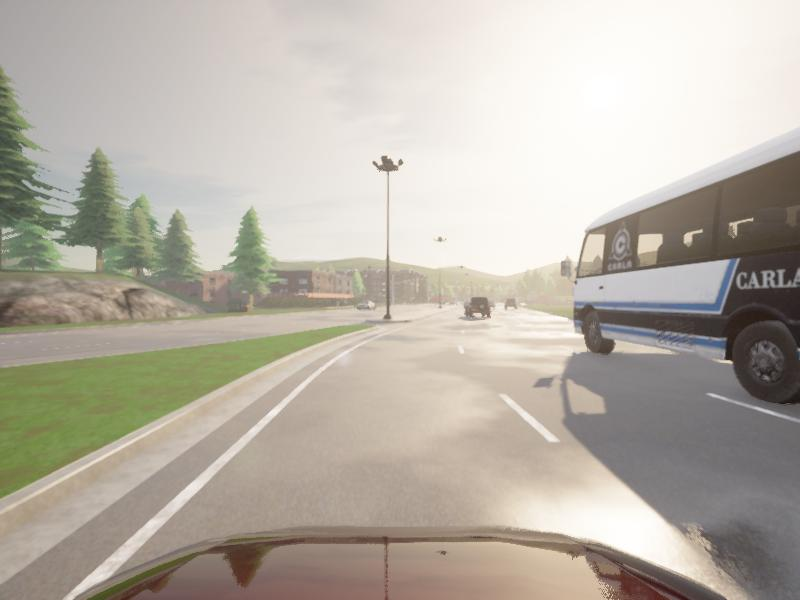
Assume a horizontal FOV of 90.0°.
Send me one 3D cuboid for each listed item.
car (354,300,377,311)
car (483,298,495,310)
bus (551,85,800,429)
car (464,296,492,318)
[{"bbox_3d":[-5.233,0.804,61.598,2.038,1.542,4.974,0,0,12],"label":"car"},{"bbox_3d":[14.255,0.633,64.166,1.932,1.855,4.605,0,1,12],"label":"car"},{"bbox_3d":[6.986,-0.537,8.306,3.944,4.253,10.273,0,0,1],"label":"bus"},{"bbox_3d":[7.081,0.632,36.664,1.905,1.878,3.866,0,0,1],"label":"car"}]
